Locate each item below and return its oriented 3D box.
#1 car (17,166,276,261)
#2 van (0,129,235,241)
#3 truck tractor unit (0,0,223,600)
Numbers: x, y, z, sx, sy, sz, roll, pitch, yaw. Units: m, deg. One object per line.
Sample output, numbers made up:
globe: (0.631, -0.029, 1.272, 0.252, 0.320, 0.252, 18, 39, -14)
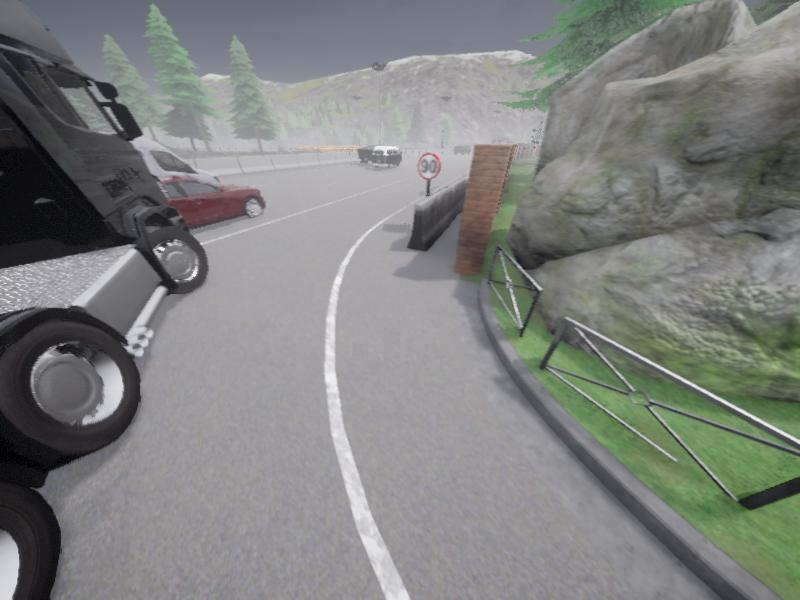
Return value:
car: (-6.820, -3.069, 7.260, 1.882, 1.535, 5.008, 14, 37, 18)
van: (-9.908, -4.463, 8.321, 1.988, 2.561, 5.915, 14, 37, 18)
truck tractor unit: (-4.359, -0.701, 1.420, 3.053, 4.208, 6.516, -19, 38, -18)
